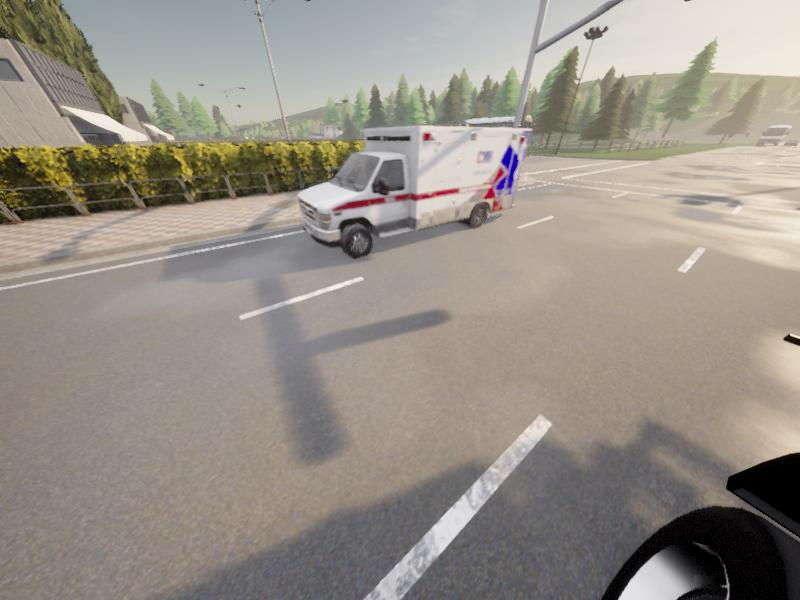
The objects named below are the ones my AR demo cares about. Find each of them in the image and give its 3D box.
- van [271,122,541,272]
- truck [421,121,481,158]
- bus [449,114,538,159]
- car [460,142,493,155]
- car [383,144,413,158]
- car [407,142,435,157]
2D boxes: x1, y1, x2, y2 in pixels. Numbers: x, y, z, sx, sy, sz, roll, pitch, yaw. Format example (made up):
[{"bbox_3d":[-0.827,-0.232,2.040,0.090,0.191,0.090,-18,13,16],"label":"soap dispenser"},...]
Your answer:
[{"bbox_3d":[0.554,-3.170,6.294,6.366,2.431,2.351,-22,41,-28],"label":"van"},{"bbox_3d":[6.759,-22.609,32.609,2.891,3.827,8.468,-21,40,-27],"label":"truck"},{"bbox_3d":[11.860,-21.926,31.226,3.944,4.253,10.273,-21,40,-27],"label":"bus"},{"bbox_3d":[12.127,-24.314,36.981,2.007,1.525,4.514,-21,40,-27],"label":"car"},{"bbox_3d":[-0.315,-20.436,31.646,1.812,1.442,4.674,-21,40,-27],"label":"car"},{"bbox_3d":[2.910,-21.371,32.806,1.851,1.617,3.988,-21,40,-27],"label":"car"}]
